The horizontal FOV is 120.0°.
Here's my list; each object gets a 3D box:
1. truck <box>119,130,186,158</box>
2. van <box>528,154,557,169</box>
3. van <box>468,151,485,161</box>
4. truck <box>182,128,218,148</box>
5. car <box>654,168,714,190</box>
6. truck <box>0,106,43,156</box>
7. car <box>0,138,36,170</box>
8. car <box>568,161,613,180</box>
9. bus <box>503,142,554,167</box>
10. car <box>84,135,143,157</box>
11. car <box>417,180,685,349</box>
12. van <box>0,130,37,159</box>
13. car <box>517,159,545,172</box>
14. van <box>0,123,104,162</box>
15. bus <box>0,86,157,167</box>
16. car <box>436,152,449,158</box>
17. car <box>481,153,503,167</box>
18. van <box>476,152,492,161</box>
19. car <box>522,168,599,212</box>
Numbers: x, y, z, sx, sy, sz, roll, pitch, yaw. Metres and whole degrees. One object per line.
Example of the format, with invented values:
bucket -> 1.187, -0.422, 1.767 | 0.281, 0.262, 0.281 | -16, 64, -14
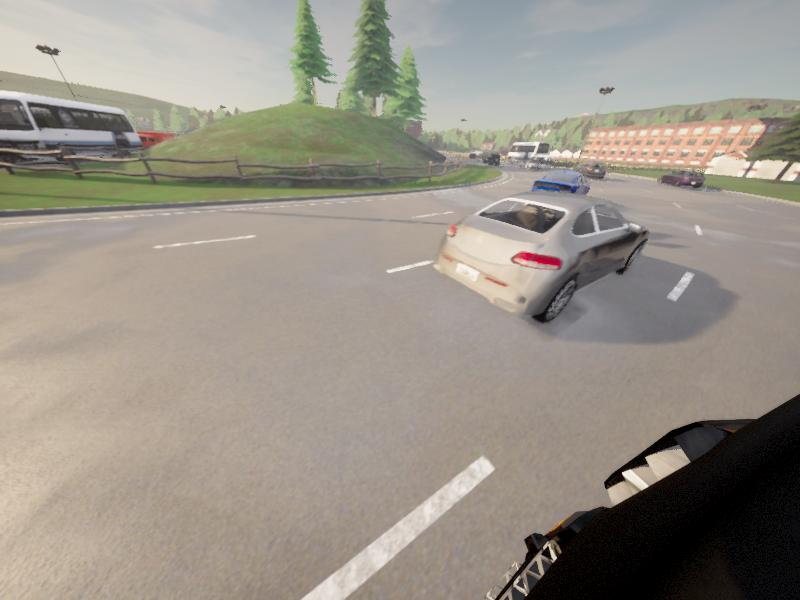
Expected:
truck -> -28.952, -18.428, 27.386 | 2.627, 2.467, 5.204 | -5, 34, -11
van -> 26.819, -26.250, 43.772 | 2.069, 2.038, 4.480 | -2, 34, -9
van -> 19.710, -37.335, 59.982 | 2.069, 2.038, 4.480 | -4, 34, -10
truck -> -51.218, -41.680, 59.596 | 2.891, 3.827, 8.468 | -4, 34, -11
car -> 28.076, -12.145, 23.075 | 1.816, 1.474, 4.193 | 13, 35, 14
truck -> -37.815, -14.372, 19.367 | 2.891, 3.827, 8.468 | -4, 34, -11
car -> -25.553, -8.646, 13.651 | 1.851, 1.617, 3.988 | -4, 34, -11
car -> 22.718, -15.665, 27.813 | 2.242, 1.667, 4.611 | 10, 34, 9
bus -> 28.474, -33.083, 52.200 | 3.944, 4.253, 10.273 | -4, 34, -10
car -> -32.209, -17.443, 26.179 | 1.905, 1.878, 3.866 | -4, 34, -11
car -> 3.056, -1.254, 4.619 | 5.027, 1.651, 2.152 | -19, 40, -30
van -> -34.012, -12.740, 18.856 | 1.775, 1.987, 4.442 | -4, 34, -11
car -> 20.642, -21.349, 36.580 | 1.895, 1.301, 4.718 | 2, 33, -1
van -> -30.753, -13.676, 20.113 | 2.351, 2.431, 6.366 | -4, 34, -11
bus -> -26.873, -13.893, 19.079 | 3.944, 4.253, 10.273 | -4, 34, -11
car -> 13.272, -45.472, 72.292 | 2.163, 1.488, 4.792 | -4, 34, -10
car -> 16.585, -25.418, 41.881 | 1.905, 1.878, 3.866 | -2, 34, -8
van -> 22.719, -38.785, 62.439 | 1.775, 1.987, 4.442 | -4, 34, -10
car -> 8.673, -6.033, 12.333 | 1.882, 1.535, 5.008 | 31, 43, 34
